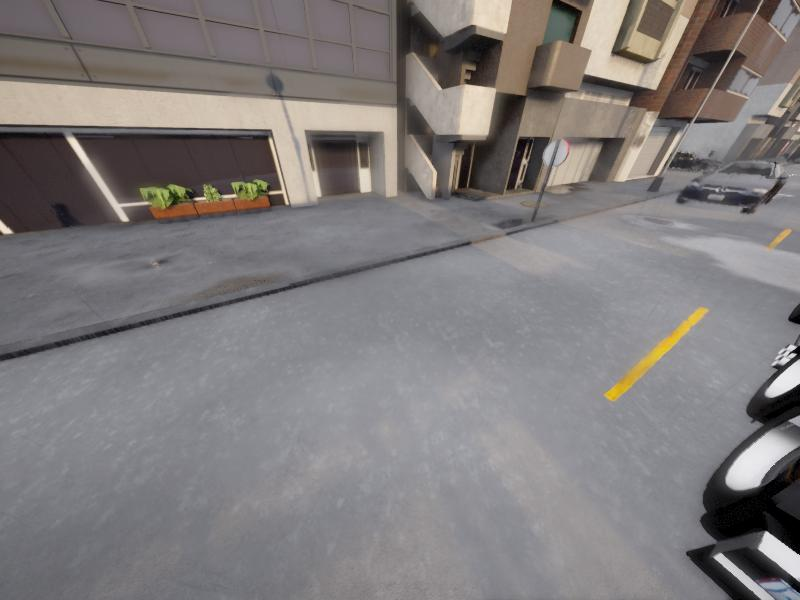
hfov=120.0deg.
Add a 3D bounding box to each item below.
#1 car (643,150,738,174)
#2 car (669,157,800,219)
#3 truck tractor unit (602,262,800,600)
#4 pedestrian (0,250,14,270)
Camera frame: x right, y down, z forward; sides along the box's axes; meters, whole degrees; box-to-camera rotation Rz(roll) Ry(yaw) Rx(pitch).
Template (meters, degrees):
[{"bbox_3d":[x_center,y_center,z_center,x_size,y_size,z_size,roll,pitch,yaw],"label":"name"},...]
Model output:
[{"bbox_3d":[25.556,-12.384,20.657,1.837,1.490,4.892,-8,35,-13],"label":"car"},{"bbox_3d":[14.184,-4.883,9.692,5.027,1.651,2.152,-19,39,-25],"label":"car"},{"bbox_3d":[5.107,-0.305,0.786,6.516,4.208,3.053,-18,39,-24],"label":"truck tractor unit"},{"bbox_3d":[-8.249,-1.257,3.887,0.751,1.860,0.751,-16,38,-21],"label":"pedestrian"}]
